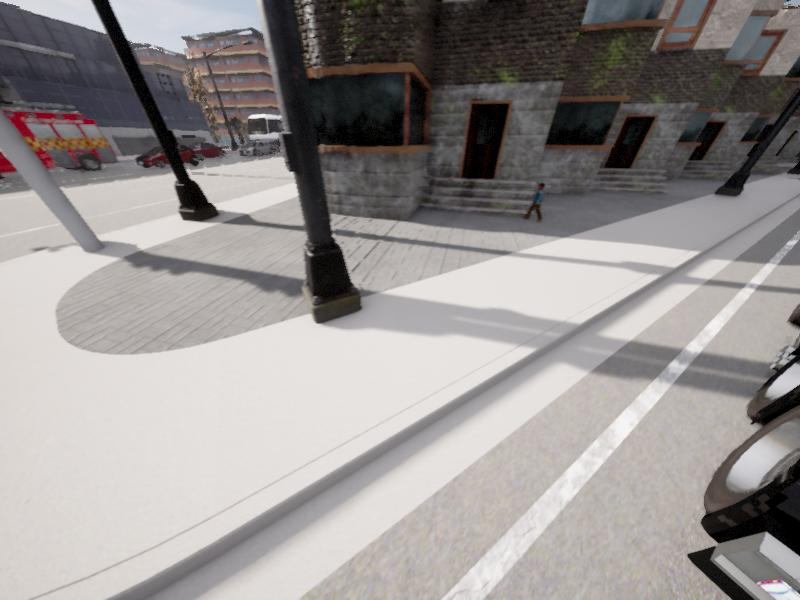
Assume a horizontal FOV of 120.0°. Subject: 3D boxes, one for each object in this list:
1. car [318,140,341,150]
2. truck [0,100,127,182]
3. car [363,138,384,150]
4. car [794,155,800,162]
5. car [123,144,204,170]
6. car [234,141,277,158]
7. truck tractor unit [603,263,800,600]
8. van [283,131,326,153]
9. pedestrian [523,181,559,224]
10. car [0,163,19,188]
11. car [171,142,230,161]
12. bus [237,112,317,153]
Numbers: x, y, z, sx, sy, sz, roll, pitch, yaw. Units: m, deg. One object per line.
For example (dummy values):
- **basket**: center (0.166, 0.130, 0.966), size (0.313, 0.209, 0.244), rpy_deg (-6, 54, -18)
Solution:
- **car**: center (-12.122, -27.008, 40.177), size (1.812, 1.442, 4.674), rpy_deg (8, 35, 11)
- **truck**: center (-24.055, -9.730, 14.111), size (2.891, 3.827, 8.468), rpy_deg (9, 37, 12)
- **car**: center (-4.544, -27.361, 40.577), size (2.242, 1.667, 4.611), rpy_deg (9, 35, 12)
- **car**: center (59.089, -20.002, 31.838), size (1.932, 1.855, 4.605), rpy_deg (9, 36, 12)
- **car**: center (-19.041, -11.760, 18.912), size (1.816, 1.474, 4.193), rpy_deg (9, 37, 12)
- **car**: center (-16.462, -17.383, 26.571), size (1.970, 1.475, 3.806), rpy_deg (9, 37, 12)
- **truck tractor unit**: center (5.109, -0.299, 0.801), size (6.516, 4.208, 3.053), rpy_deg (-18, 38, -24)
- **van**: center (-13.863, -23.359, 34.084), size (2.351, 2.431, 6.366), rpy_deg (9, 36, 12)
- **pedestrian**: center (4.262, -2.973, 7.043), size (0.500, 1.100, 0.500), rpy_deg (7, 35, 9)
- **car**: center (-21.910, -5.545, 10.334), size (1.812, 1.442, 4.674), rpy_deg (9, 37, 12)
- **car**: center (-20.841, -15.706, 24.383), size (1.994, 1.385, 4.181), rpy_deg (9, 37, 12)
- **bus**: center (-17.243, -24.356, 33.908), size (3.944, 4.253, 10.273), rpy_deg (9, 36, 12)
